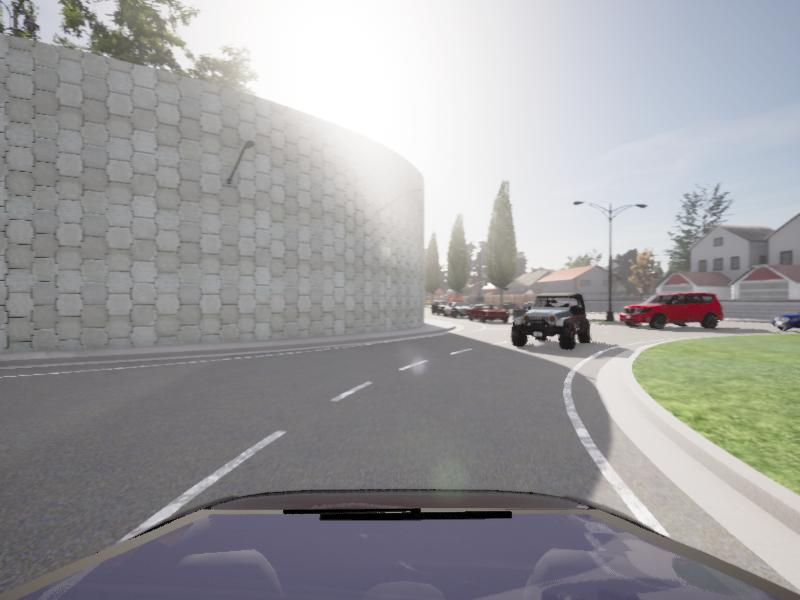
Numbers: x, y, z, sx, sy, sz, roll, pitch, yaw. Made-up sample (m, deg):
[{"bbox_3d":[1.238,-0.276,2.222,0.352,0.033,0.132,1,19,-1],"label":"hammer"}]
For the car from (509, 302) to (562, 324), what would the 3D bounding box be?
[{"bbox_3d":[9.782,0.899,29.314,1.812,1.442,4.674,0,0,-7],"label":"car"}]

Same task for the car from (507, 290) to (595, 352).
[{"bbox_3d":[5.501,0.664,14.270,1.905,1.878,3.866,0,0,37],"label":"car"}]

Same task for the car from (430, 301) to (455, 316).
[{"bbox_3d":[4.470,0.850,42.493,1.845,1.501,3.633,0,0,-9],"label":"car"}]

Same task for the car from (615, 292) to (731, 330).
[{"bbox_3d":[15.687,0.604,23.133,5.566,2.045,2.150,0,0,-9],"label":"car"}]

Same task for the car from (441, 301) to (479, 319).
[{"bbox_3d":[5.347,0.849,36.456,2.038,1.542,4.974,0,0,-8],"label":"car"}]

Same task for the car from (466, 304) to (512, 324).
[{"bbox_3d":[6.387,0.967,29.328,1.895,1.301,4.718,0,0,-7],"label":"car"}]

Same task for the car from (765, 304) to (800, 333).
[{"bbox_3d":[21.665,0.917,20.103,4.674,1.442,1.812,0,0,8],"label":"car"}]

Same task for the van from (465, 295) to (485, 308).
[{"bbox_3d":[14.432,0.273,77.127,1.988,2.561,5.915,0,0,-9],"label":"van"}]
